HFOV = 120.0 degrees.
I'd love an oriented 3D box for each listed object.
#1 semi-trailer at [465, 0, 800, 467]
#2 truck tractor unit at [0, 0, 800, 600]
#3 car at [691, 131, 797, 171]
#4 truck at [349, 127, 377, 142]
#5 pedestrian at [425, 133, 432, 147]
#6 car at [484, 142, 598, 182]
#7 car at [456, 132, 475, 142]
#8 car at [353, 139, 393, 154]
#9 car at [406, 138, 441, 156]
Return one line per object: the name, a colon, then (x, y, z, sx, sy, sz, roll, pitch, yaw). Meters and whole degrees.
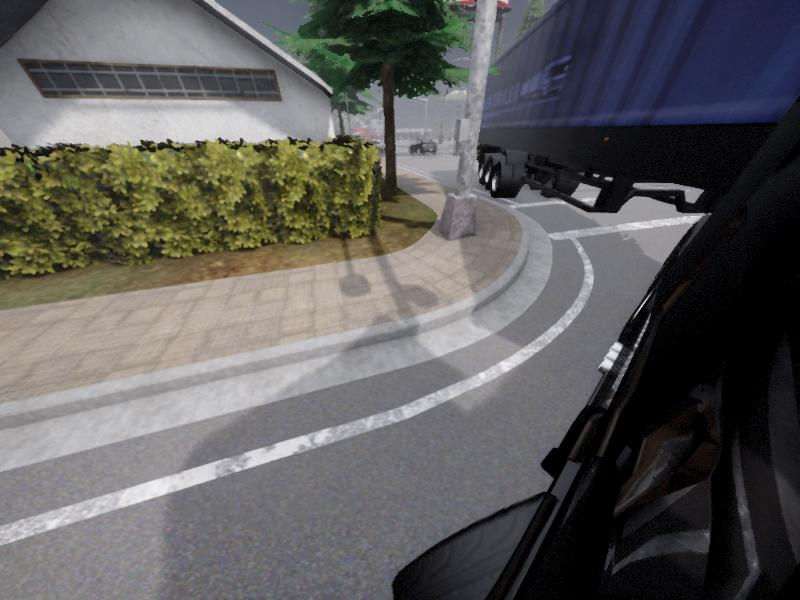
semi-trailer: (4.545, -4.730, 6.054, 2.717, 4.402, 14.254, 2, 37, 4)
truck tractor unit: (2.645, -0.295, 0.352, 6.516, 4.208, 3.053, -28, 44, -30)
car: (21.536, -9.446, 14.594, 3.866, 1.878, 1.905, -11, 37, -14)
truck: (-11.421, -51.883, 72.430, 8.468, 3.827, 2.891, -29, 44, -33)
pedestrian: (4.407, -24.990, 36.101, 0.751, 1.860, 0.751, -13, 38, -16)
car: (7.318, -7.875, 12.884, 2.033, 1.411, 5.357, -12, 37, -15)
car: (15.097, -37.552, 53.253, 1.932, 1.855, 4.605, -11, 37, -14)
car: (-3.463, -19.653, 29.574, 4.674, 1.442, 1.812, 12, 39, 16)
car: (2.432, -16.824, 25.479, 2.128, 1.511, 4.902, -11, 34, -13)
